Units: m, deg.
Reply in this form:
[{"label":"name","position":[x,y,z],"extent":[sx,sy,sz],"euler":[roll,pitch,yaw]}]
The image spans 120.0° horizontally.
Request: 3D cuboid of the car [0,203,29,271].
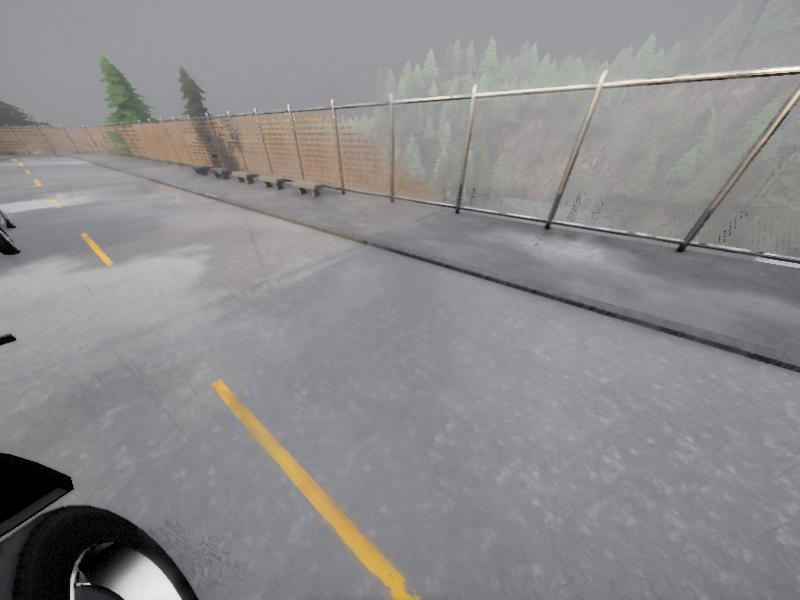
[{"label":"car","position":[-10.632,-1.862,5.036],"extent":[5.238,1.638,1.930],"euler":[22,41,28]}]
